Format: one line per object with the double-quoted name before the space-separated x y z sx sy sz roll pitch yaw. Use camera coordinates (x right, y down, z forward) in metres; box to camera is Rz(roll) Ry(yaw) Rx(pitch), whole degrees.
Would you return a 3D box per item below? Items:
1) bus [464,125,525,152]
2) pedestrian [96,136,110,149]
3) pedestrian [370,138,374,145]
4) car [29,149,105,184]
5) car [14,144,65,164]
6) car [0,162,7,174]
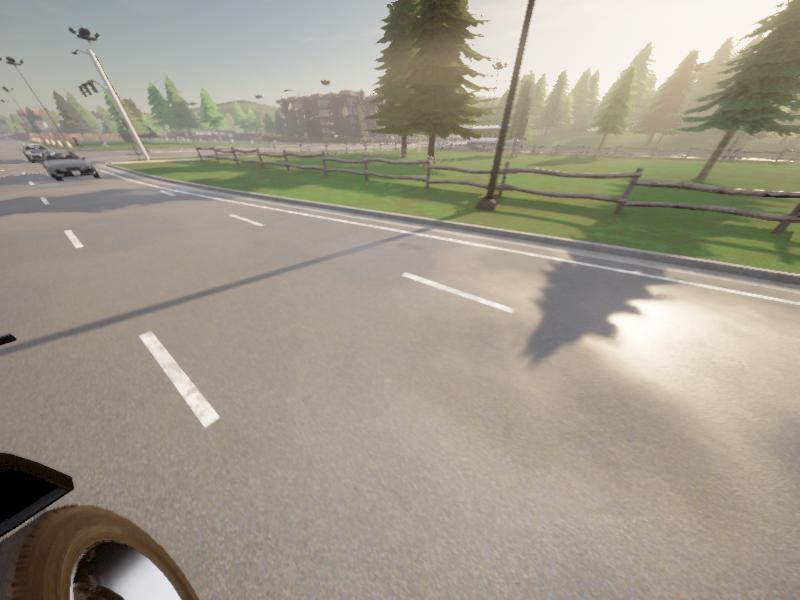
"bus" 19.392 -33.705 48.134 10.273 4.253 3.944 22 41 28
"pedestrian" -53.276 -28.247 41.407 0.751 1.860 0.751 25 42 31
"pedestrian" -9.683 -54.970 79.961 0.751 1.860 0.751 19 39 24
"car" -20.213 -8.197 14.015 4.193 1.474 1.816 22 41 28
"car" -34.871 -14.197 22.351 3.806 1.475 1.970 22 41 28
"car" -30.075 -9.782 16.121 4.902 1.511 2.128 22 41 28
